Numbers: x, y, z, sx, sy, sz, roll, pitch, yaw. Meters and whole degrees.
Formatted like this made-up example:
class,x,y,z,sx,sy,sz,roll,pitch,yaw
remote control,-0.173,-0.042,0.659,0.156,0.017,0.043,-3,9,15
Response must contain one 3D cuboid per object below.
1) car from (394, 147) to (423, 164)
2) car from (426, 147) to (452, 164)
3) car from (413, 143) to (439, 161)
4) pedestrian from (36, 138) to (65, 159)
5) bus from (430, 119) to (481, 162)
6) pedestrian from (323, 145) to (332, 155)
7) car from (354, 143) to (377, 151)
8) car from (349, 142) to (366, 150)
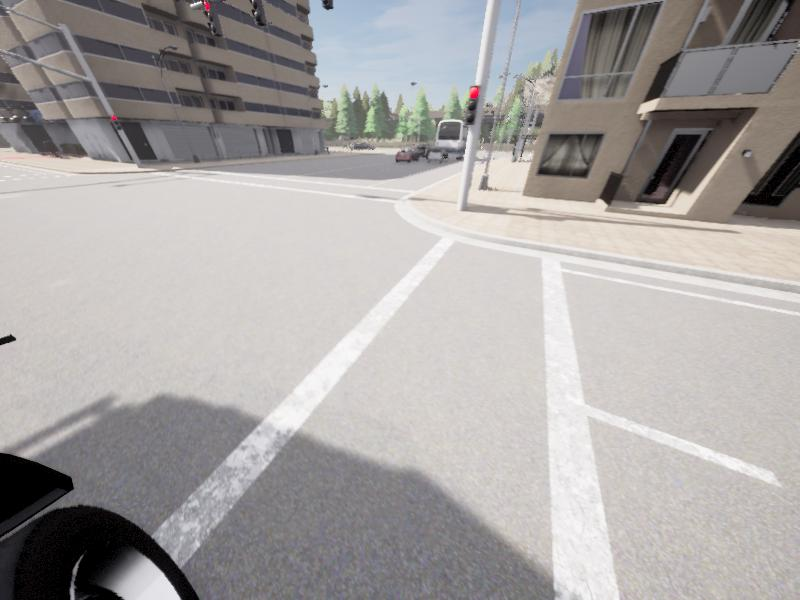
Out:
class,x,y,z,sx,sy,sz,roll,pitch,yaw
car,1.062,-17.382,27.696,1.970,1.475,3.806,16,38,21
car,4.670,-17.034,27.208,1.845,1.501,3.633,16,38,21
car,3.685,-20.620,32.043,1.932,1.855,4.605,16,38,21
pedestrian,-38.026,-16.510,25.148,0.751,1.860,0.751,10,36,13
bus,8.062,-22.285,32.431,3.944,4.253,10.273,16,38,21
pedestrian,-11.203,-23.210,35.720,0.751,1.300,0.751,16,38,21
car,-7.856,-34.876,52.585,4.892,1.490,1.837,16,38,21
car,-10.335,-37.838,56.772,3.633,1.501,1.845,16,38,21
